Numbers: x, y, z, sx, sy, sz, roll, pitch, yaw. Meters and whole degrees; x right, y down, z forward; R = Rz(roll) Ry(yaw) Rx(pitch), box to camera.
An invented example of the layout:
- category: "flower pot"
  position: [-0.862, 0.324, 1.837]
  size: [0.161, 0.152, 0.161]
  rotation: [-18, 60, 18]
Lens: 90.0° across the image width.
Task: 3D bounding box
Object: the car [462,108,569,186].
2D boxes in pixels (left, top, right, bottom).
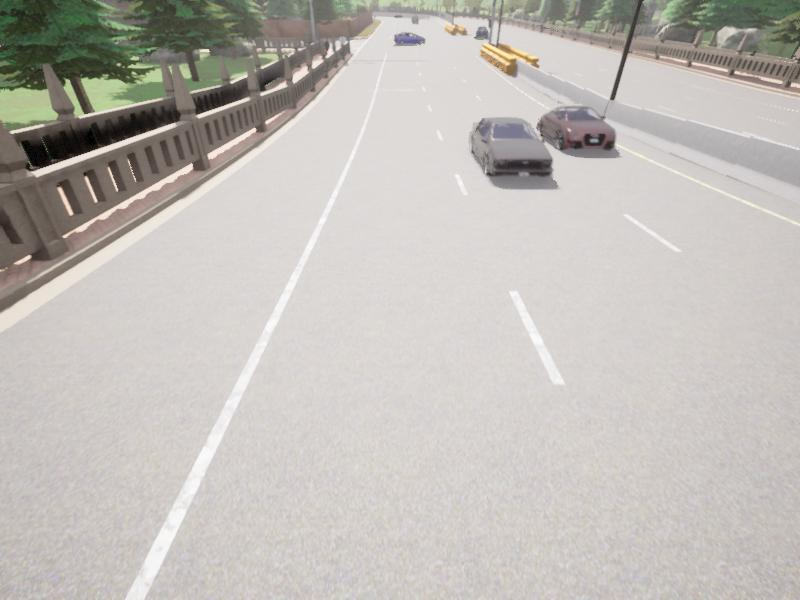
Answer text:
- category: "car"
  position: [3.508, -5.301, 13.373]
  size: [2.033, 1.411, 5.357]
  rotation: [0, 32, 0]

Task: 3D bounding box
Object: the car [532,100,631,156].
- category: "car"
  position: [7.009, -6.986, 16.023]
  size: [1.994, 1.385, 4.181]
  rotation: [0, 33, 0]

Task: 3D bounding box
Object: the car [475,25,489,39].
- category: "car"
  position: [14.053, -46.093, 68.670]
  size: [2.097, 1.767, 4.553]
  rotation: [5, 37, 7]

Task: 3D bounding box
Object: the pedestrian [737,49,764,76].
- category: "pedestrian"
  position: [29.250, -19.851, 33.412]
  size: [0.751, 1.860, 0.751]
  rotation: [0, 37, 0]

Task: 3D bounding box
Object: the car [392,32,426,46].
- category: "car"
  position: [1.314, -37.881, 57.969]
  size: [4.514, 1.525, 2.007]
  rotation: [-9, 38, -12]

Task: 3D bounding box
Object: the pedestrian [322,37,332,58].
- category: "pedestrian"
  position: [-7.970, -27.663, 43.805]
  size: [0.751, 1.860, 0.751]
  rotation: [1, 37, 2]
